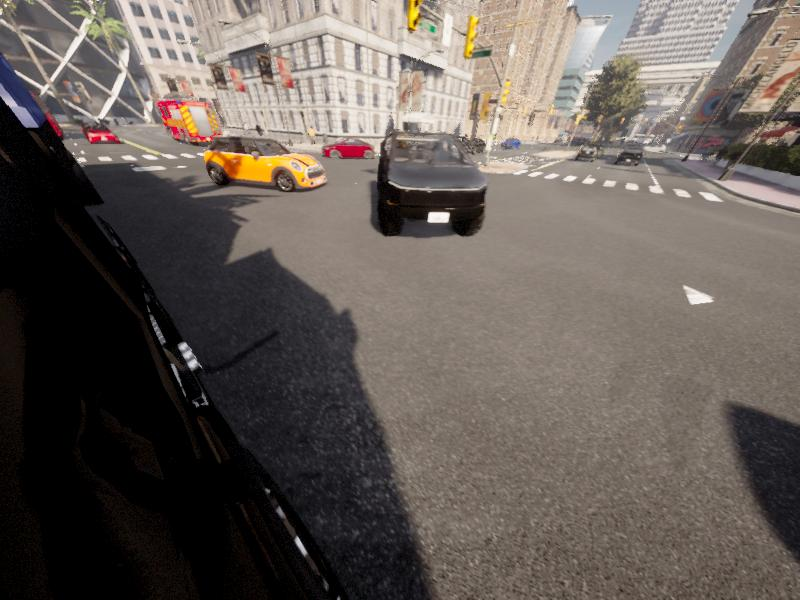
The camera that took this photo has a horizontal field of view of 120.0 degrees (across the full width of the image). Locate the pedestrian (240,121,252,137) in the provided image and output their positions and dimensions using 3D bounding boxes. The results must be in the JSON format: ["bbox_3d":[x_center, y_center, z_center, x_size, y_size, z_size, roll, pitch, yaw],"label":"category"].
[{"bbox_3d":[-23.655,-26.325,35.558,0.751,1.860,0.751,29,44,30],"label":"pedestrian"}]

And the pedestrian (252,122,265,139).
[{"bbox_3d":[-19.466,-23.306,31.782,0.751,1.860,0.751,25,42,27],"label":"pedestrian"}]

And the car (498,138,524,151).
[{"bbox_3d":[17.666,-24.749,36.619,1.882,1.535,5.008,28,43,30],"label":"car"}]

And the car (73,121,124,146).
[{"bbox_3d":[-26.730,-14.783,20.487,4.514,1.525,2.007,28,44,30],"label":"car"}]

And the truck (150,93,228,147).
[{"bbox_3d":[-21.726,-18.438,23.774,8.468,3.827,2.891,28,44,30],"label":"truck"}]

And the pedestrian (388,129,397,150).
[{"bbox_3d":[-0.840,-17.838,25.636,0.751,1.860,0.751,17,39,18],"label":"pedestrian"}]

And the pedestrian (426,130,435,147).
[{"bbox_3d":[4.214,-22.457,32.139,0.751,1.860,0.751,26,43,28],"label":"pedestrian"}]

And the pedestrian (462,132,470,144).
[{"bbox_3d":[12.200,-29.905,42.613,0.751,1.860,0.751,32,45,33],"label":"pedestrian"}]

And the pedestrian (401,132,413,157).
[{"bbox_3d":[0.628,-14.555,21.588,0.751,1.860,0.751,24,42,26],"label":"pedestrian"}]

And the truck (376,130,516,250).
[{"bbox_3d":[0.533,-3.861,7.110,2.390,2.098,6.274,-2,37,-6],"label":"truck"}]

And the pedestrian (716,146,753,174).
[{"bbox_3d":[27.253,-11.469,18.881,0.751,1.860,0.751,27,43,29],"label":"pedestrian"}]

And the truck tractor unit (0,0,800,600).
[{"bbox_3d":[-2.645,-0.295,0.351,6.516,4.208,3.053,28,44,30],"label":"truck tractor unit"}]

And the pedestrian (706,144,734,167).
[{"bbox_3d":[33.090,-14.951,23.911,0.751,1.860,0.751,28,44,30],"label":"pedestrian"}]

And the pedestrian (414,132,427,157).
[{"bbox_3d":[1.860,-14.377,21.428,0.751,1.860,0.751,27,43,29],"label":"pedestrian"}]

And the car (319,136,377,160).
[{"bbox_3d":[-4.130,-12.219,18.613,4.181,1.385,1.994,-10,39,-17],"label":"car"}]

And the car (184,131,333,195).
[{"bbox_3d":[-5.447,-5.669,9.404,4.553,1.767,2.097,10,37,9],"label":"car"}]

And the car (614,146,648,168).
[{"bbox_3d":[23.272,-14.530,23.330,1.837,1.490,4.892,28,43,30],"label":"car"}]

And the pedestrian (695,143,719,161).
[{"bbox_3d":[39.101,-18.812,29.459,0.751,1.860,0.751,15,38,15],"label":"pedestrian"}]

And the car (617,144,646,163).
[{"bbox_3d":[27.325,-17.388,27.317,1.851,1.617,3.988,28,43,29],"label":"car"}]

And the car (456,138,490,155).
[{"bbox_3d":[8.897,-18.638,27.922,1.837,1.490,4.892,28,43,30],"label":"car"}]

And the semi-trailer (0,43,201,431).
[{"bbox_3d":[-8.693,-3.604,4.241,14.254,4.402,2.717,28,44,30],"label":"semi-trailer"}]

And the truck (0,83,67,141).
[{"bbox_3d":[-35.139,-17.512,21.688,8.468,3.827,2.891,29,44,31],"label":"truck"}]

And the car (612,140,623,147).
[{"bbox_3d":[67.186,-48.365,71.354,1.801,1.575,5.366,28,43,30],"label":"car"}]

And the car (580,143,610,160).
[{"bbox_3d":[24.194,-18.481,28.649,2.007,1.525,4.514,28,43,29],"label":"car"}]

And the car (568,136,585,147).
[{"bbox_3d":[46.156,-41.458,60.366,2.150,2.045,5.566,28,43,30],"label":"car"}]

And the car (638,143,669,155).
[{"bbox_3d":[48.008,-28.737,43.878,3.633,1.501,1.845,27,43,29],"label":"car"}]

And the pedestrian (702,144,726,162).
[{"bbox_3d":[39.681,-18.632,29.254,0.751,1.860,0.751,17,39,19],"label":"pedestrian"}]

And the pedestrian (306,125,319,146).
[{"bbox_3d":[-9.689,-18.203,25.567,0.751,1.860,0.751,23,41,25],"label":"pedestrian"}]

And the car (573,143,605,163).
[{"bbox_3d":[20.266,-15.754,24.729,1.789,1.549,3.705,28,43,30],"label":"car"}]

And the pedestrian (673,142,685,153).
[{"bbox_3d":[57.624,-31.517,47.635,0.751,1.860,0.751,-28,46,-34],"label":"pedestrian"}]
